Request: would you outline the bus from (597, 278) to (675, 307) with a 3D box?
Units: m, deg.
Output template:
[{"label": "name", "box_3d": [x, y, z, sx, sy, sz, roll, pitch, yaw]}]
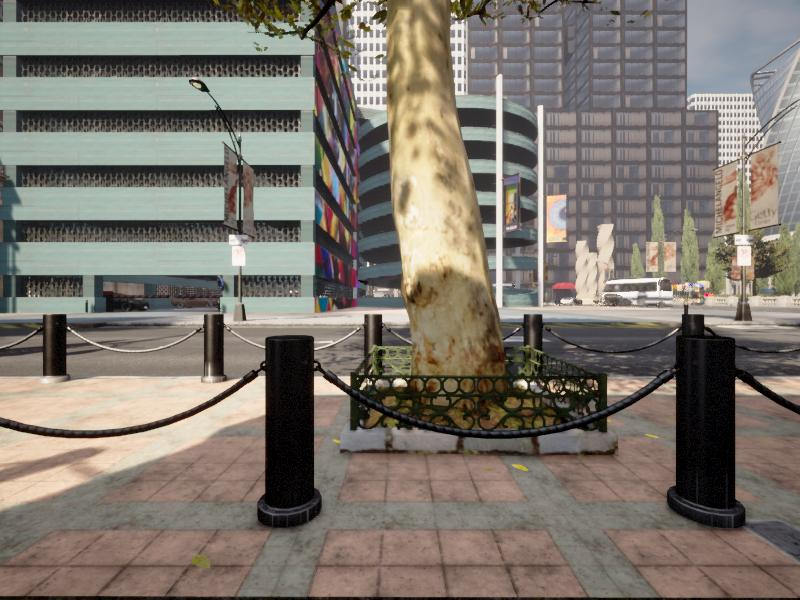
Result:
[{"label": "bus", "box_3d": [37.178, -1.139, 63.656, 3.944, 4.253, 10.273, 0, 0, -25]}]

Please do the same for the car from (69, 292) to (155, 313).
[{"label": "car", "box_3d": [-21.193, 0.157, 29.591, 4.786, 1.482, 2.161, 0, 0, 0]}]

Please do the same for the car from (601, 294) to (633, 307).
[{"label": "car", "box_3d": [31.624, 0.047, 58.338, 1.905, 1.878, 3.866, 0, 0, -17]}]

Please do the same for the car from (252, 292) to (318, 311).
[{"label": "car", "box_3d": [-9.593, 0.117, 33.684, 4.902, 1.511, 2.128, 0, 0, 0]}]

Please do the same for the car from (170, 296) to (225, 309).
[{"label": "car", "box_3d": [-20.752, 0.207, 41.191, 4.718, 1.301, 1.895, 0, 0, 0]}]
